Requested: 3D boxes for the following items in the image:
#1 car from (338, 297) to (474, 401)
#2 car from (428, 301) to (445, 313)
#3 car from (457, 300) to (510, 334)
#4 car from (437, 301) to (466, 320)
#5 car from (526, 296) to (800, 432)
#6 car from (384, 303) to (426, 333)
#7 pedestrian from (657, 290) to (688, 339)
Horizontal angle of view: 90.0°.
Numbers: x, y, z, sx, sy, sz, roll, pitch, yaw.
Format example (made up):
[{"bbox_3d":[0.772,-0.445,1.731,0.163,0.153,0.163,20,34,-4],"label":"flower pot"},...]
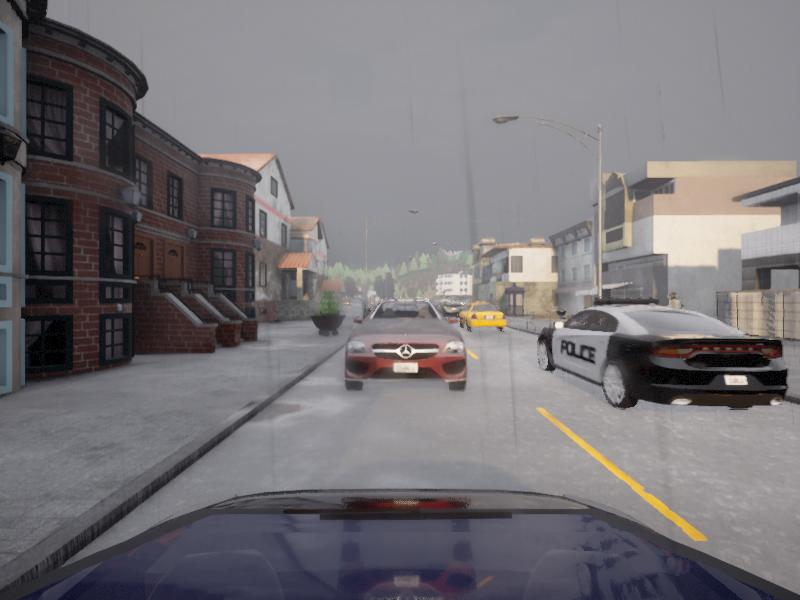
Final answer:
[{"bbox_3d":[0.121,0.783,8.858,2.152,1.651,5.027,0,0,1],"label":"car"},{"bbox_3d":[4.643,0.881,51.443,1.812,1.442,4.674,0,0,1],"label":"car"},{"bbox_3d":[4.275,0.806,21.452,1.801,1.575,5.366,0,0,1],"label":"car"},{"bbox_3d":[4.442,0.836,34.994,2.007,1.525,4.514,0,0,1],"label":"car"},{"bbox_3d":[4.103,0.773,7.432,1.930,1.638,5.238,0,0,1],"label":"car"},{"bbox_3d":[0.279,0.900,21.881,2.033,1.411,5.357,0,0,1],"label":"car"},{"bbox_3d":[10.661,0.551,15.671,0.751,1.860,0.751,0,0,2],"label":"pedestrian"}]
